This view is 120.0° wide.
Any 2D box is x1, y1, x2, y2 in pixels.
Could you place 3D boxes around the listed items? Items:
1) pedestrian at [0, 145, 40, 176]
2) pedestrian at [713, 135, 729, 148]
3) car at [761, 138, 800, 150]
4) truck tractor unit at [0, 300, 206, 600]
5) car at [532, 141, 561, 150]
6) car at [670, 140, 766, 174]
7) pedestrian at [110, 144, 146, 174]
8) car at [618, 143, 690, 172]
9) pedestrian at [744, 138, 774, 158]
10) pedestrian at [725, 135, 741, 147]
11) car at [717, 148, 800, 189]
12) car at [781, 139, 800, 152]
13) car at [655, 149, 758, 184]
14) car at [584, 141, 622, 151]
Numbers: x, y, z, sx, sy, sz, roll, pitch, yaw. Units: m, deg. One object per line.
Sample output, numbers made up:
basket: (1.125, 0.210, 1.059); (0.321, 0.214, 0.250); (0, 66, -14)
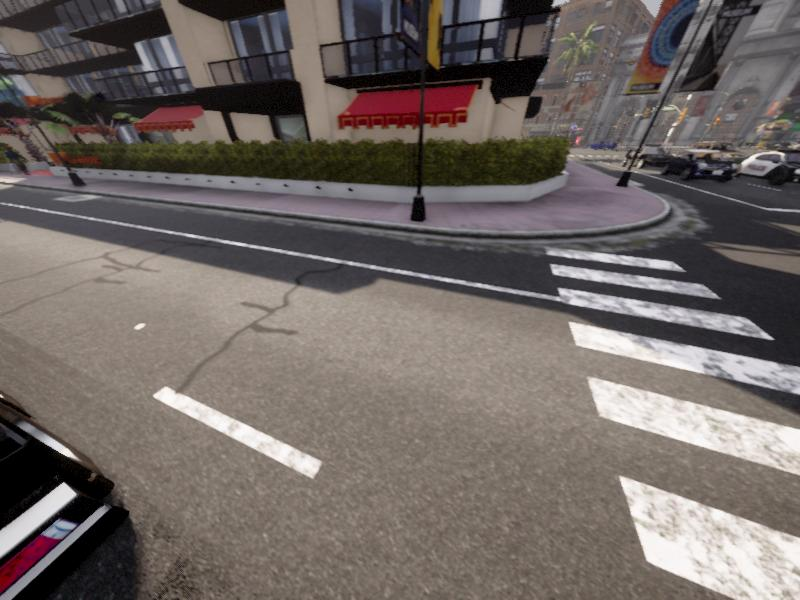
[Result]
pedestrian: (-27.624, -10.057, 16.691); (0.751, 1.860, 0.751); (14, 38, 20)
pedestrian: (59.207, -29.233, 42.602); (0.751, 1.860, 0.751); (-16, 38, -21)
car: (62.606, -24.801, 36.809); (4.974, 1.542, 2.038); (12, 37, 18)
truck tractor unit: (-5.235, -0.151, 0.575); (6.516, 4.208, 3.053); (13, 37, 18)
car: (29.781, -31.545, 47.105); (4.718, 1.301, 1.895); (19, 40, 26)
car: (23.550, -10.936, 17.479); (1.932, 1.855, 4.605); (12, 37, 17)
pedestrian: (-20.242, -10.525, 17.247); (0.751, 1.860, 0.751); (12, 37, 17)
car: (20.504, -11.872, 19.056); (1.930, 1.638, 5.238); (12, 37, 17)
pedestrian: (39.876, -16.908, 25.679); (0.751, 1.860, 0.751); (8, 36, 12)
pedestrian: (63.983, -30.543, 44.388); (0.751, 1.860, 0.751); (-15, 38, -19)
car: (21.313, -7.414, 12.822); (2.038, 1.542, 4.974); (12, 37, 17)
car: (60.984, -22.965, 34.284); (3.988, 1.617, 1.851); (12, 37, 18)
car: (18.114, -8.187, 14.011); (1.970, 1.475, 3.806); (12, 37, 17)
car: (36.271, -27.761, 41.517); (1.812, 1.442, 4.674); (-16, 38, -20)
